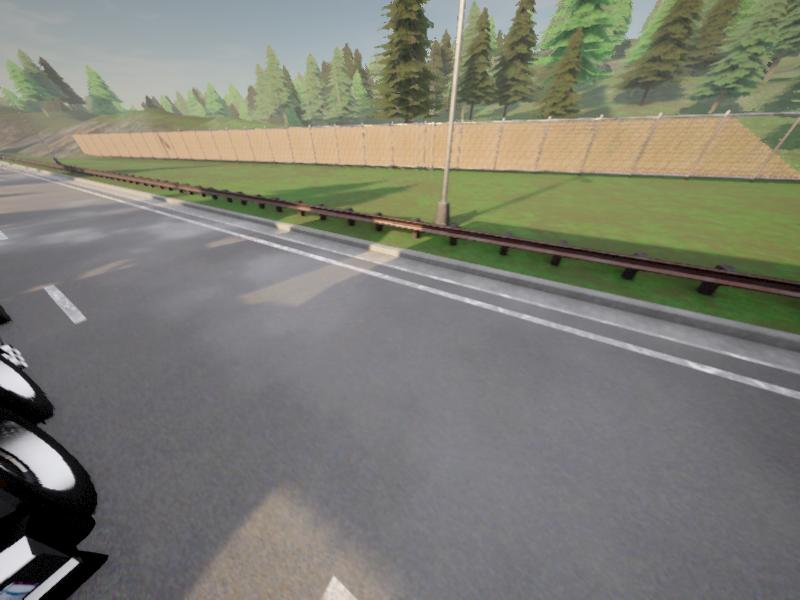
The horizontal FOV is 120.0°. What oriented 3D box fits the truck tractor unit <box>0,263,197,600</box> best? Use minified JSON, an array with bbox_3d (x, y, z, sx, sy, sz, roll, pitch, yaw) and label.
[{"bbox_3d":[-5.117,-0.293,0.780,6.516,4.208,3.053,18,39,24],"label":"truck tractor unit"}]
